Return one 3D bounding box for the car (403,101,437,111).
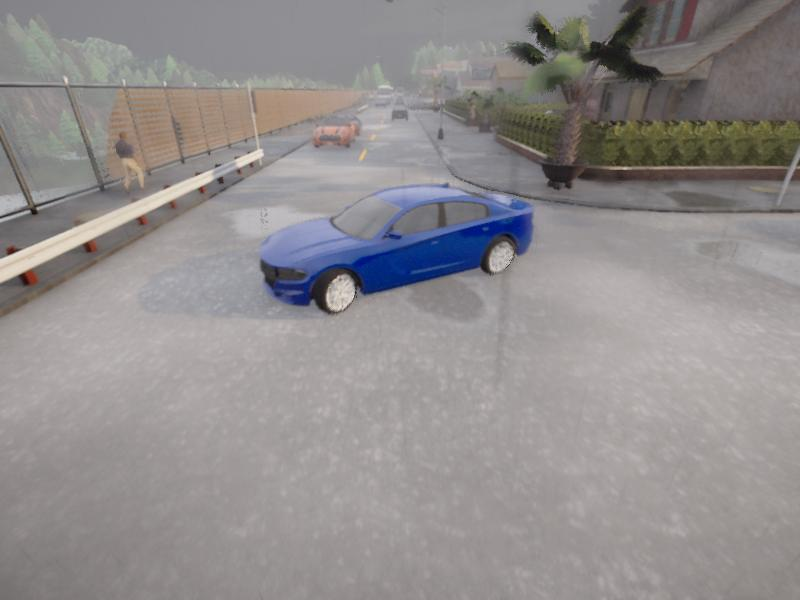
[{"bbox_3d":[3.392,-32.946,67.998,5.357,1.411,2.033,7,29,14],"label":"car"}]

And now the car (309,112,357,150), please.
[{"bbox_3d":[-3.974,-10.453,24.559,2.097,1.767,4.553,0,28,0],"label":"car"}]

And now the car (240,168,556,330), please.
[{"bbox_3d":[0.089,-1.185,7.064,5.008,1.535,1.882,-14,30,-24],"label":"car"}]

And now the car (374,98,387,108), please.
[{"bbox_3d":[-3.992,-40.854,82.945,2.152,1.651,5.027,0,28,1],"label":"car"}]

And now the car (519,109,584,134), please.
[{"bbox_3d":[10.552,-12.515,28.016,3.633,1.501,1.845,-1,28,-2],"label":"car"}]

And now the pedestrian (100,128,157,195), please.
[{"bbox_3d":[-8.438,-4.320,12.505,0.751,1.860,0.751,0,28,1],"label":"pedestrian"}]

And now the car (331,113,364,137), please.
[{"bbox_3d":[-4.011,-13.661,31.161,1.994,1.385,4.181,0,28,0],"label":"car"}]

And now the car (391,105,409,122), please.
[{"bbox_3d":[-0.009,-21.312,45.596,1.882,1.535,5.008,0,28,0],"label":"car"}]
